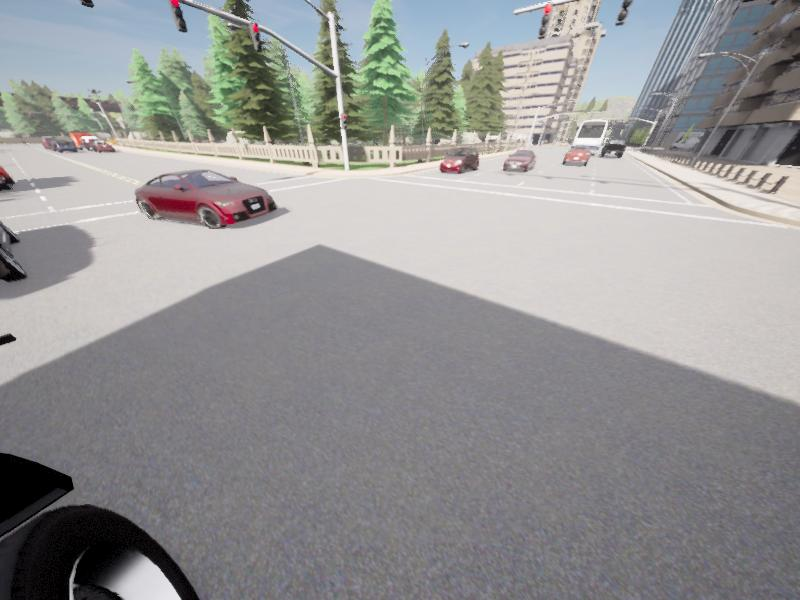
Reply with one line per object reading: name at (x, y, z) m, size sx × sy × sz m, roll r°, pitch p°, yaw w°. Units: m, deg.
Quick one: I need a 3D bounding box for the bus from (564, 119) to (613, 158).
bus at (28.782, -24.582, 35.314) m, size 3.944 × 4.253 × 10.273 m, roll 22°, pitch 41°, yaw 28°

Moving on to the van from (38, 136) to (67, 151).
van at (-61.949, -27.915, 41.163) m, size 4.442 × 1.987 × 1.775 m, roll 22°, pitch 41°, yaw 28°

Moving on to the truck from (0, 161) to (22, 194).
truck at (-20.727, -6.327, 10.560) m, size 5.204 × 2.467 × 2.627 m, roll 21°, pitch 40°, yaw 28°

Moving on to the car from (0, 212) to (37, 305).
car at (-8.946, -1.185, 4.077) m, size 5.238 × 1.638 × 1.930 m, roll 22°, pitch 41°, yaw 28°

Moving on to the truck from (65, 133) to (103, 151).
truck at (-56.919, -28.525, 41.655) m, size 5.204 × 2.467 × 2.627 m, roll 22°, pitch 41°, yaw 28°

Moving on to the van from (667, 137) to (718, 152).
van at (64.476, -34.494, 51.165) m, size 6.366 × 2.431 × 2.351 m, roll 22°, pitch 41°, yaw 28°

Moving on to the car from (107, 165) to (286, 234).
car at (-6.295, -3.361, 7.421) m, size 4.181 × 1.385 × 1.994 m, roll 11°, pitch 37°, yaw 14°

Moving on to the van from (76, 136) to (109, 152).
van at (-51.240, -26.027, 38.539) m, size 4.480 × 2.038 × 2.069 m, roll 22°, pitch 41°, yaw 28°

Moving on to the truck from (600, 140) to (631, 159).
truck at (30.444, -21.505, 32.831) m, size 2.390 × 2.098 × 6.274 m, roll 23°, pitch 41°, yaw 29°

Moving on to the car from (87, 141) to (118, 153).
car at (-46.125, -23.706, 35.787) m, size 3.806 × 1.475 × 1.970 m, roll 22°, pitch 41°, yaw 28°

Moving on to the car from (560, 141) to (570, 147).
car at (52.666, -49.890, 73.742) m, size 1.801 × 1.575 × 5.366 m, roll 22°, pitch 41°, yaw 28°

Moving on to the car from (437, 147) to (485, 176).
car at (4.747, -10.839, 17.913) m, size 1.851 × 1.617 × 3.988 m, roll 24°, pitch 41°, yaw 30°

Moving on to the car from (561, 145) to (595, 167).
car at (18.613, -15.084, 24.041) m, size 2.152 × 1.651 × 5.027 m, roll 22°, pitch 41°, yaw 28°

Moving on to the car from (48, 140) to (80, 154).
car at (-50.598, -23.123, 34.807) m, size 3.988 × 1.617 × 1.851 m, roll 22°, pitch 41°, yaw 28°

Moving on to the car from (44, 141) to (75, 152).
car at (-56.133, -25.297, 38.021) m, size 5.357 × 1.411 × 2.033 m, roll 22°, pitch 41°, yaw 28°

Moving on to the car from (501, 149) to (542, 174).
car at (10.148, -11.611, 19.197) m, size 1.812 × 1.442 × 4.674 m, roll 22°, pitch 41°, yaw 28°
